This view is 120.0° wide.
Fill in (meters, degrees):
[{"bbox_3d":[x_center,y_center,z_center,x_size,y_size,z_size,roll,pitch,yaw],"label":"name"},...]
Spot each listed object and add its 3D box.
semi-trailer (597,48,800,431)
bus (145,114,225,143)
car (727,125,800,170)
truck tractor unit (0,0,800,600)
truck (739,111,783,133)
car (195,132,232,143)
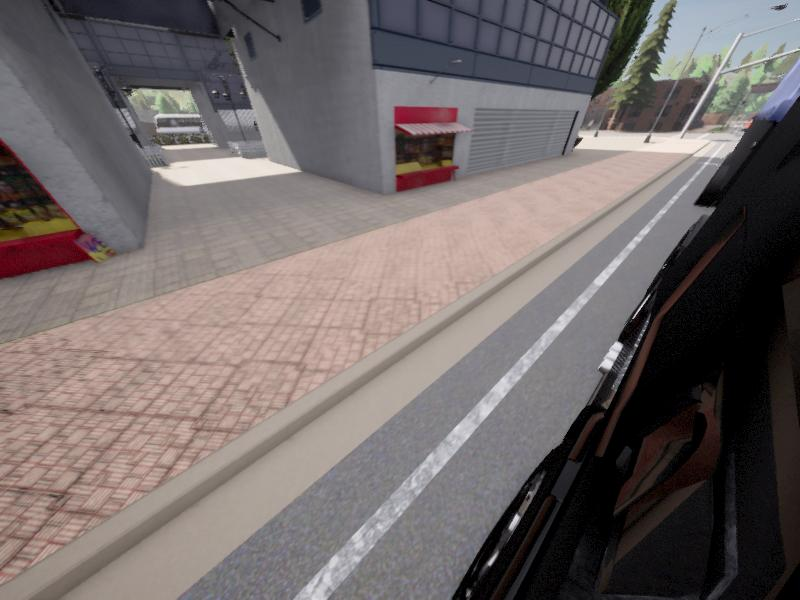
[{"bbox_3d":[8.718,-3.553,4.263,14.254,4.402,2.717,-28,45,-30],"label":"semi-trailer"},{"bbox_3d":[-41.475,-33.637,45.189,10.273,4.253,3.944,-27,44,-30],"label":"bus"},{"bbox_3d":[20.190,-8.488,12.643,5.238,1.638,1.930,-28,45,-30],"label":"car"},{"bbox_3d":[2.645,-0.295,0.351,6.516,4.208,3.053,-28,44,-30],"label":"truck tractor unit"},{"bbox_3d":[55.493,-27.464,35.630,5.204,2.467,2.627,-28,45,-30],"label":"truck"},{"bbox_3d":[-32.883,-28.739,40.852,4.674,1.442,1.812,-26,44,-29],"label":"car"}]
